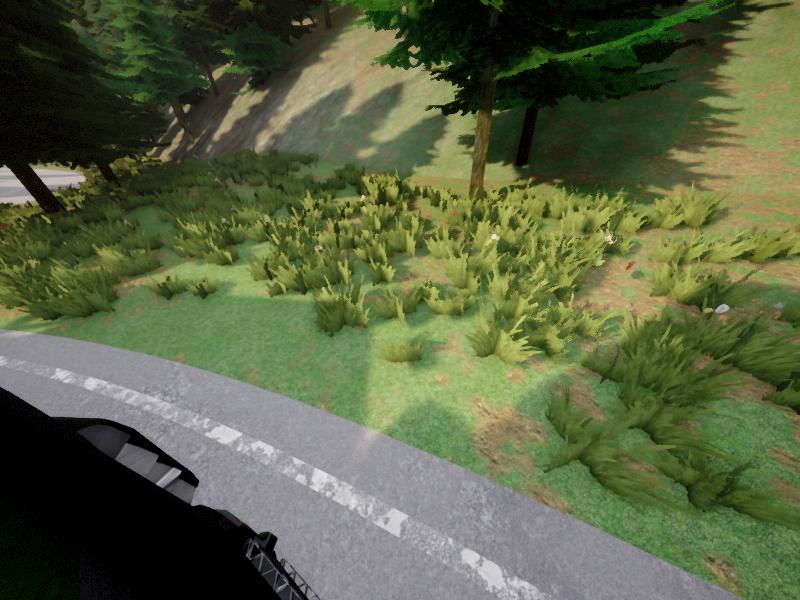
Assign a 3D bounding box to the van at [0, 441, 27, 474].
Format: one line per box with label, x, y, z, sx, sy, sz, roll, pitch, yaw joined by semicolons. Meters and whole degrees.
van;-6.784;0.809;1.057;6.366;2.431;2.351;4;34;11
